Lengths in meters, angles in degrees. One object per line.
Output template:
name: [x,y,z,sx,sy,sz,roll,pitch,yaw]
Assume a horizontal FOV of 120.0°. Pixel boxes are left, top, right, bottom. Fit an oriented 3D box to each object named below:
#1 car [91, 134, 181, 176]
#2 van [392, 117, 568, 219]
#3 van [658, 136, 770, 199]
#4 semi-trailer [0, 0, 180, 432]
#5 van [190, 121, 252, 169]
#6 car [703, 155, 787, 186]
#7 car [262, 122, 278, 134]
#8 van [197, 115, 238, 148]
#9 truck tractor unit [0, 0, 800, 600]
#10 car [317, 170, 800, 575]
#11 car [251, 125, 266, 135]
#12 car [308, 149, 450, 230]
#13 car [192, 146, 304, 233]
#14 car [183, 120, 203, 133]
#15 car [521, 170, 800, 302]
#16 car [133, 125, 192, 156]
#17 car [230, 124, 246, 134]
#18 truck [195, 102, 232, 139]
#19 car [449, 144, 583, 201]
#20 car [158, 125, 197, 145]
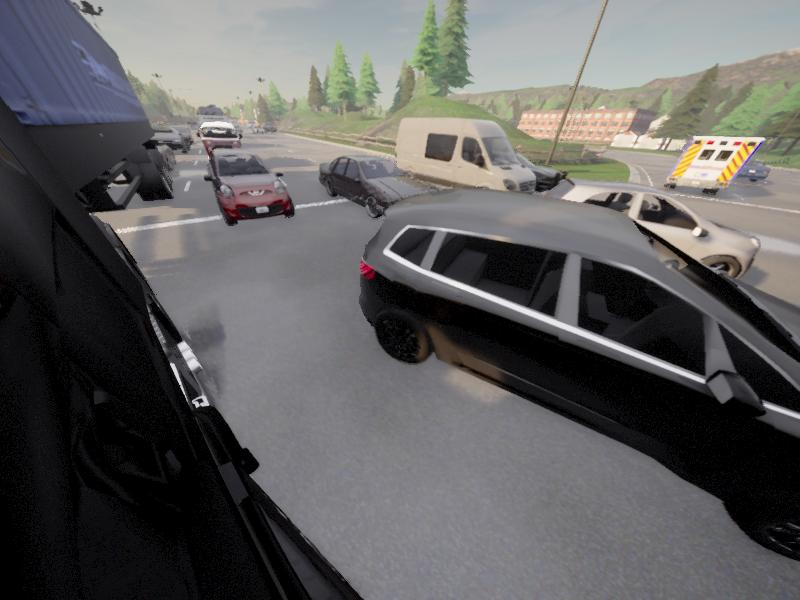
car: [-12.987,-7.487,11.733,1.994,1.385,4.181,-19,42,-27]
van: [2.299,-5.373,8.908,1.988,2.561,5.915,-25,45,-32]
van: [17.297,-7.727,13.146,6.366,2.431,2.351,-29,46,-35]
semi-trailer: [-7.739,-4.119,4.990,2.717,4.402,14.254,-23,44,-30]
van: [-10.548,-9.399,13.903,2.069,2.038,4.480,-17,40,-24]
car: [25.999,-10.078,17.736,2.033,1.411,5.357,25,42,27]
car: [-30.407,-40.136,53.902,2.150,2.045,5.566,-19,42,-27]
van: [-18.664,-17.284,23.640,2.351,2.431,6.366,-20,42,-28]
truck tractor unit: [-2.645,-0.295,0.352,6.516,4.208,3.053,28,44,30]
car: [1.800,-0.002,2.382,4.611,1.667,2.242,21,41,23]
car: [-28.513,-34.193,46.519,1.970,1.475,3.806,-19,42,-27]
car: [-1.081,-4.098,7.932,2.033,1.411,5.357,-22,43,-30]
car: [-4.439,-3.398,6.658,1.845,1.501,3.633,-22,43,-29]
car: [-38.403,-32.275,42.961,1.932,1.855,4.605,-19,42,-27]
car: [4.708,-1.519,4.730,3.633,1.501,1.845,15,38,16]
car: [-17.713,-12.216,17.566,2.152,1.651,5.027,-19,42,-27]
car: [-31.952,-33.656,45.529,1.845,1.501,3.633,-19,42,-27]
truck: [-27.933,-26.861,34.737,2.891,3.827,8.468,-19,42,-27]
car: [5.169,-6.338,11.143,1.930,1.638,5.238,-27,46,-34]
car: [-22.826,-17.086,23.896,2.163,1.488,4.792,-19,42,-27]
